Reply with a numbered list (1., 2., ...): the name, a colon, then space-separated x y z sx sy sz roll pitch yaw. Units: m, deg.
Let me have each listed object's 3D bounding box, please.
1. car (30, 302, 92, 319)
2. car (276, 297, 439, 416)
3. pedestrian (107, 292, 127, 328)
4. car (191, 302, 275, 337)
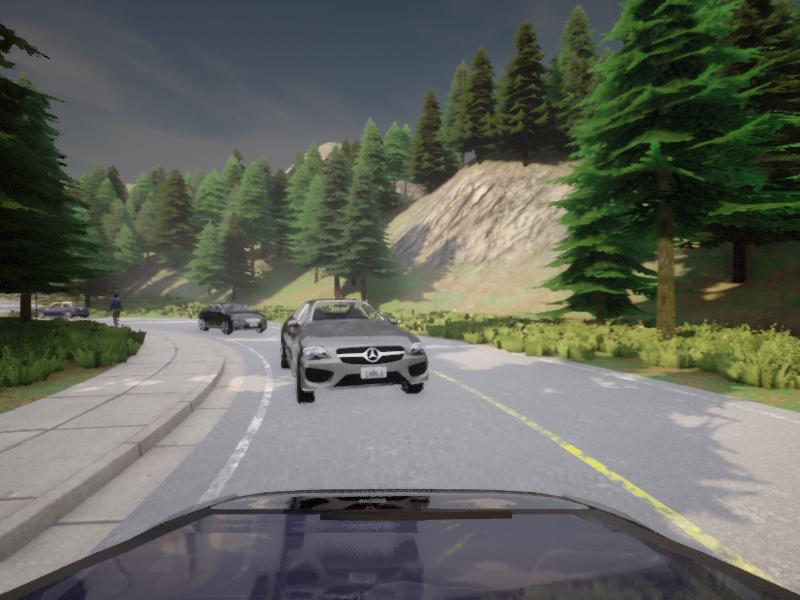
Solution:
1. car: -29.833 0.927 35.262 3.806 1.475 1.970 0 0 2
2. car: -1.277 0.799 8.310 2.152 1.651 5.027 0 0 -21
3. pedestrian: -15.318 0.530 21.642 0.751 1.860 0.751 0 0 41
4. car: -8.452 0.877 20.017 4.902 1.511 2.128 0 0 44
